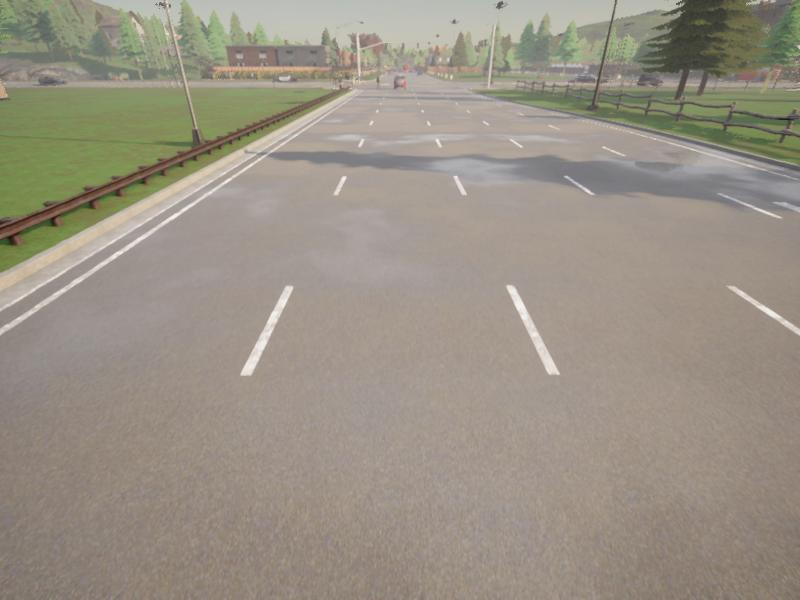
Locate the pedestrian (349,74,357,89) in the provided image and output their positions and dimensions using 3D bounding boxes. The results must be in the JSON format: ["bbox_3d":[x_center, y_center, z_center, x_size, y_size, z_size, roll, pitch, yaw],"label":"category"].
[{"bbox_3d":[-6.726,-31.414,57.444,0.751,1.860,0.751,6,31,10],"label":"pedestrian"}]

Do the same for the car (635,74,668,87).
[{"bbox_3d":[41.307,-36.115,65.825,3.866,1.878,1.905,0,30,1],"label":"car"}]

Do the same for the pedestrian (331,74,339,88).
[{"bbox_3d":[-9.500,-31.971,58.394,0.751,1.860,0.751,21,37,32],"label":"pedestrian"}]

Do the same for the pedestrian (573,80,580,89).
[{"bbox_3d":[24.806,-30.257,56.230,0.500,1.100,0.500,2,30,3],"label":"pedestrian"}]

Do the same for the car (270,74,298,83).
[{"bbox_3d":[-23.866,-45.692,82.437,4.974,1.542,2.038,0,30,1],"label":"car"}]

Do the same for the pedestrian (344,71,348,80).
[{"bbox_3d":[-12.361,-51.289,91.384,0.751,1.860,0.751,-1,30,-2],"label":"pedestrian"}]

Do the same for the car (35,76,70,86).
[{"bbox_3d":[-60.635,-38.256,69.844,4.193,1.474,1.816,0,30,0],"label":"car"}]

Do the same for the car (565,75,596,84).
[{"bbox_3d":[34.162,-41.806,75.906,4.892,1.490,1.837,0,30,1],"label":"car"}]

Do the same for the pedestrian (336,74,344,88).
[{"bbox_3d":[-8.795,-32.132,58.669,0.751,1.860,0.751,-21,37,-32],"label":"pedestrian"}]

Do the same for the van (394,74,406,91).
[{"bbox_3d":[0.002,-31.329,57.524,1.775,1.987,4.442,0,30,0],"label":"van"}]

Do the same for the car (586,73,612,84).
[{"bbox_3d":[39.130,-43.707,78.790,3.866,1.878,1.905,0,30,1],"label":"car"}]
